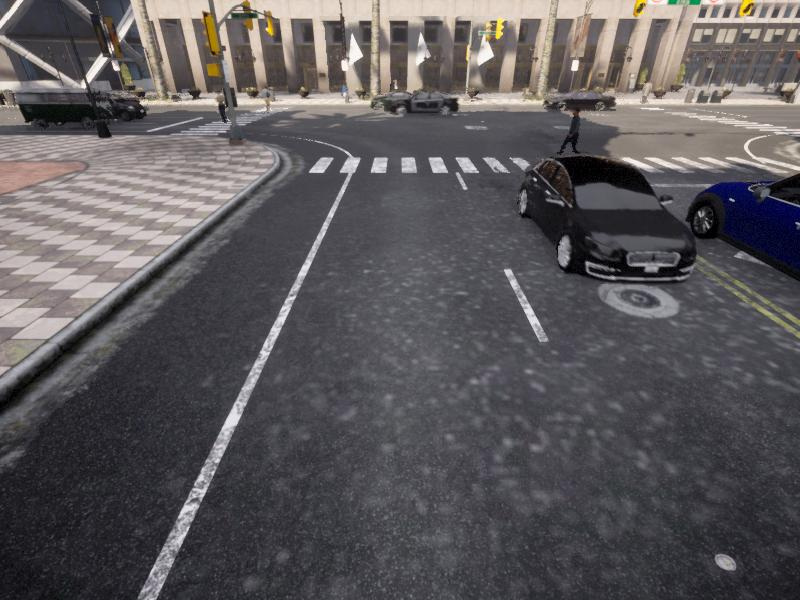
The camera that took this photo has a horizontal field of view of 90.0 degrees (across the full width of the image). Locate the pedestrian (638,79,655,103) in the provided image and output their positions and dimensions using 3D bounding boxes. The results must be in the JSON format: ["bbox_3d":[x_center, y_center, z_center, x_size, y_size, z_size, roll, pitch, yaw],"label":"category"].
[{"bbox_3d":[22.165,-18.781,35.990,0.751,1.860,0.751,24,38,35],"label":"pedestrian"}]

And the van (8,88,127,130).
[{"bbox_3d":[-18.405,-10.712,22.388,4.442,1.987,1.775,-1,30,-3],"label":"van"}]

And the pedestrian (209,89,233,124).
[{"bbox_3d":[-10.747,-11.643,24.066,0.751,1.860,0.751,-4,31,-7],"label":"pedestrian"}]

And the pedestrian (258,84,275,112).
[{"bbox_3d":[-10.074,-15.269,30.276,0.751,1.860,0.751,-1,30,-2],"label":"pedestrian"}]

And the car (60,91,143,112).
[{"bbox_3d":[-23.272,-15.561,31.385,4.718,1.301,1.895,-3,30,-6],"label":"car"}]

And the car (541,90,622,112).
[{"bbox_3d":[14.239,-15.788,31.677,5.357,1.411,2.033,0,30,0],"label":"car"}]

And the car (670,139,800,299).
[{"bbox_3d":[7.074,-1.332,6.520,2.097,1.767,4.553,0,30,0],"label":"car"}]

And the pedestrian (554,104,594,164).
[{"bbox_3d":[6.147,-5.892,14.218,0.751,1.860,0.751,2,30,4],"label":"pedestrian"}]

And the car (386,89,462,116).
[{"bbox_3d":[1.669,-14.175,28.668,5.238,1.638,1.930,0,30,0],"label":"car"}]

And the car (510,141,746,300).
[{"bbox_3d":[3.697,-1.890,7.773,1.837,1.490,4.892,1,30,1],"label":"car"}]

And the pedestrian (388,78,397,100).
[{"bbox_3d":[-0.772,-20.784,39.421,0.751,1.860,0.751,-4,31,-7],"label":"pedestrian"}]

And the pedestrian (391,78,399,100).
[{"bbox_3d":[-0.449,-20.473,38.888,0.751,1.860,0.751,-2,30,-3],"label":"pedestrian"}]

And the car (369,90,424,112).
[{"bbox_3d":[-0.257,-15.828,31.771,4.181,1.385,1.994,0,30,0],"label":"car"}]

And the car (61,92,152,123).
[{"bbox_3d":[-18.554,-12.309,25.506,3.988,1.617,1.851,-2,30,-3],"label":"car"}]
